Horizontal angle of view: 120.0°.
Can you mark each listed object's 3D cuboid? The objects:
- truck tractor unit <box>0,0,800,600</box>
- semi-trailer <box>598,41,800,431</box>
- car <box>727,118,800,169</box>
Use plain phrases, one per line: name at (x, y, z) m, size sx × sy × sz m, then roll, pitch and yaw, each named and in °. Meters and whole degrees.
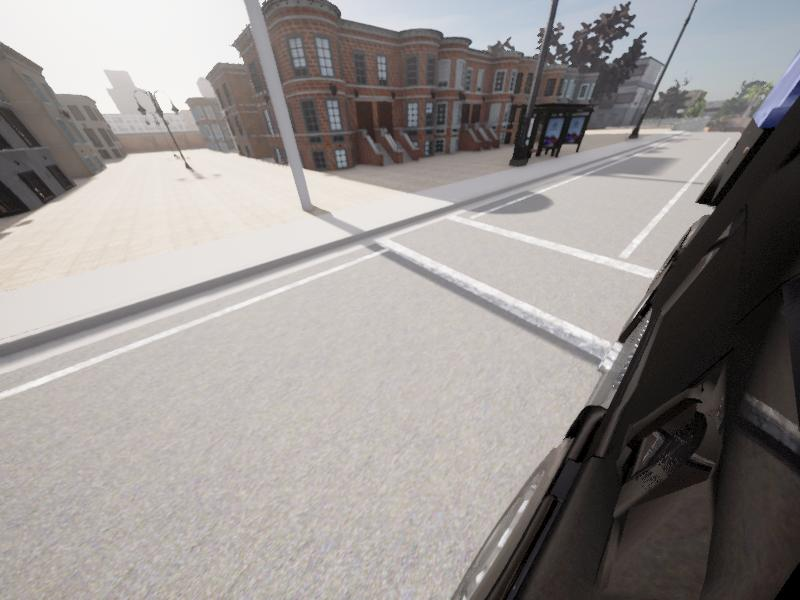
truck tractor unit at (2.645, -0.295, 0.351) m, size 6.516 × 4.208 × 3.053 m, roll -28°, pitch 44°, yaw -30°
semi-trailer at (8.684, -3.619, 4.235) m, size 14.254 × 4.402 × 2.717 m, roll -28°, pitch 44°, yaw -30°
car at (18.852, -7.971, 11.586) m, size 4.553 × 1.767 × 2.097 m, roll -28°, pitch 44°, yaw -30°
